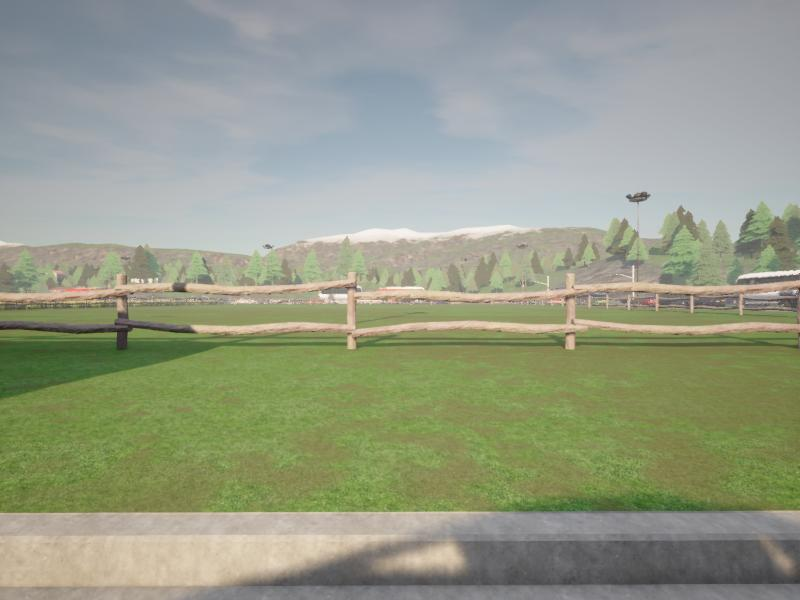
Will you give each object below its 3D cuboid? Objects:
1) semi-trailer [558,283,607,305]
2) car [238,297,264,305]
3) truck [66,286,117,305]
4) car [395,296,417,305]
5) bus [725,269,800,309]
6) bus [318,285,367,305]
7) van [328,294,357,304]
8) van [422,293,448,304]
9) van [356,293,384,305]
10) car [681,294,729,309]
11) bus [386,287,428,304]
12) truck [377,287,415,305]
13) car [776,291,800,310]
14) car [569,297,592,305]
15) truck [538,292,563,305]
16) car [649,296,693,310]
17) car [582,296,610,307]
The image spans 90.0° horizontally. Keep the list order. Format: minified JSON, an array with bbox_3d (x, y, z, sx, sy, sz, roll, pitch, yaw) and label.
[{"bbox_3d":[39.126,-1.219,86.821,2.717,4.402,14.254,0,0,-6],"label":"semi-trailer"},{"bbox_3d":[-31.543,0.224,84.712,4.611,1.667,2.242,0,0,-1],"label":"car"},{"bbox_3d":[-64.997,-0.925,84.366,8.468,3.827,2.891,0,0,-1],"label":"truck"},{"bbox_3d":[1.316,0.052,85.044,4.605,1.855,1.932,0,0,-1],"label":"car"},{"bbox_3d":[43.714,-1.136,46.168,3.944,4.253,10.273,0,0,0],"label":"bus"},{"bbox_3d":[-12.585,-1.133,88.525,10.273,4.253,3.944,0,0,-1],"label":"bus"},{"bbox_3d":[-13.196,-0.222,91.895,6.366,2.431,2.351,0,0,-1],"label":"van"},{"bbox_3d":[8.074,-0.278,92.113,5.915,2.561,1.988,0,0,0],"label":"van"},{"bbox_3d":[-6.367,-0.277,84.962,5.915,2.561,1.988,0,0,-1],"label":"van"},{"bbox_3d":[36.836,0.155,48.502,2.242,1.667,4.611,0,0,0],"label":"car"},{"bbox_3d":[1.668,-1.134,99.170,10.273,4.253,3.944,0,0,-1],"label":"bus"},{"bbox_3d":[-0.890,-0.921,88.518,8.468,3.827,2.891,0,0,-1],"label":"truck"},{"bbox_3d":[40.322,0.048,39.966,1.905,1.878,3.866,0,0,0],"label":"car"},{"bbox_3d":[36.353,0.181,80.592,2.152,1.651,5.027,0,0,-4],"label":"car"},{"bbox_3d":[29.473,-0.240,78.538,2.627,2.467,5.204,0,0,-4],"label":"truck"},{"bbox_3d":[29.829,0.308,44.148,1.994,1.385,4.181,0,0,0],"label":"car"},{"bbox_3d":[29.851,0.228,61.086,2.007,1.525,4.514,0,0,0],"label":"car"}]
